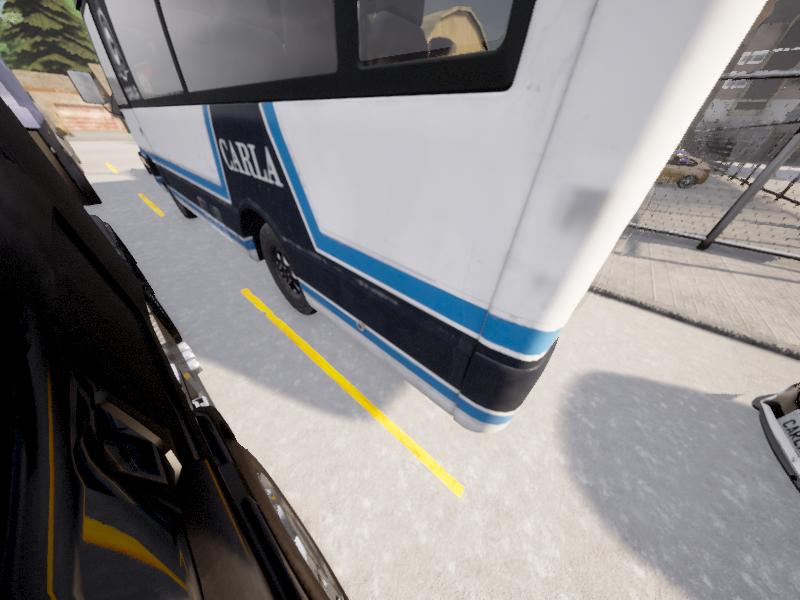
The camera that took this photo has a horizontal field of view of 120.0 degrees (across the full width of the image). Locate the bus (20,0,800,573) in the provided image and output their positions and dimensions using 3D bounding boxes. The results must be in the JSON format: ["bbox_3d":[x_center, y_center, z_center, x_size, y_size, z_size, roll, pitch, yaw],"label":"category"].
[{"bbox_3d":[-2.135,-3.021,3.995,10.273,4.253,3.944,29,44,31],"label":"bus"}]

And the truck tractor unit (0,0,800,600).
[{"bbox_3d":[-2.645,-0.295,0.351,6.516,4.208,3.053,28,44,30],"label":"truck tractor unit"}]

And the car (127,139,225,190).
[{"bbox_3d":[-9.690,-5.982,9.935,4.718,1.301,1.895,30,44,31],"label":"car"}]

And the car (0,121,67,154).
[{"bbox_3d":[-24.309,-10.209,14.431,3.705,1.549,1.789,4,36,2],"label":"car"}]

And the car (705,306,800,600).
[{"bbox_3d":[4.915,1.707,0.418,4.902,1.511,2.128,25,42,27],"label":"car"}]

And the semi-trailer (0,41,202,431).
[{"bbox_3d":[-8.709,-3.601,4.211,14.254,4.402,2.717,28,44,30],"label":"semi-trailer"}]

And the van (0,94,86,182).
[{"bbox_3d":[-16.123,-7.088,9.972,5.915,2.561,1.988,30,45,31],"label":"van"}]
